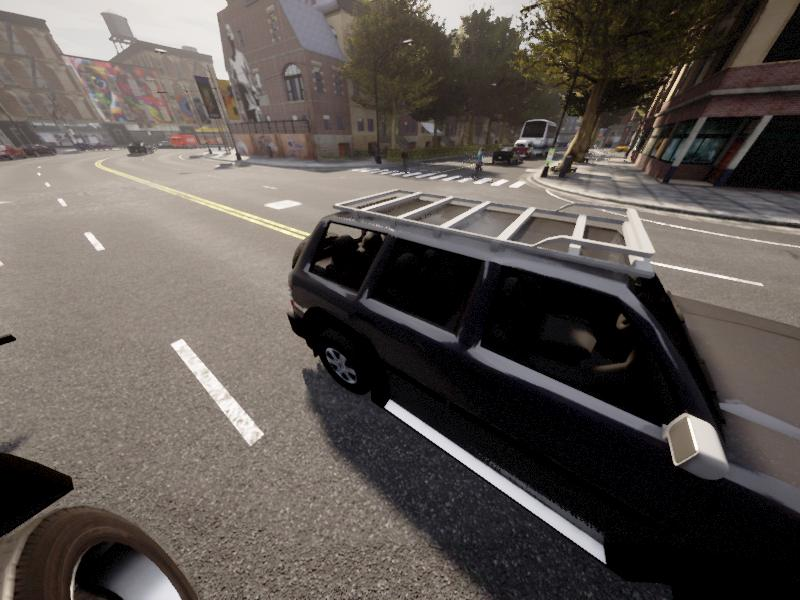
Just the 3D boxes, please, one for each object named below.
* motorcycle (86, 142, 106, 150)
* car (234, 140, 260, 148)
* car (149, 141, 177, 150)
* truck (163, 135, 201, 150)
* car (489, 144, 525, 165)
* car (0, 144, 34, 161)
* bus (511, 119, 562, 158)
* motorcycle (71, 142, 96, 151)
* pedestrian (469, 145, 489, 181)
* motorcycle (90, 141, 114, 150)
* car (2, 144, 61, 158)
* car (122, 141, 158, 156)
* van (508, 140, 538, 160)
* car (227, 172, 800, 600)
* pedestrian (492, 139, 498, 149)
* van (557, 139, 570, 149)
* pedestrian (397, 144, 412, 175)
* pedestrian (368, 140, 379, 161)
[{"bbox_3d":[-54.580,-27.634,41.480,1.805,1.236,0.856,-29,45,-35],"label":"motorcycle"},{"bbox_3d":[-37.803,-38.684,57.249,2.242,1.667,4.611,12,37,16],"label":"car"},{"bbox_3d":[-50.078,-32.761,48.881,1.970,1.475,3.806,-2,35,-3],"label":"car"},{"bbox_3d":[-46.550,-33.883,49.558,2.627,2.467,5.204,1,35,0],"label":"truck"},{"bbox_3d":[11.676,-15.867,25.098,1.930,1.638,5.238,22,41,28],"label":"car"},{"bbox_3d":[-44.057,-16.428,25.675,2.002,1.452,4.674,-21,41,-28],"label":"car"},{"bbox_3d":[20.859,-24.441,35.067,3.944,4.253,10.273,23,41,28],"label":"bus"},{"bbox_3d":[-54.761,-26.650,40.031,2.209,1.251,0.867,-29,45,-35],"label":"motorcycle"},{"bbox_3d":[4.942,-8.627,14.541,0.751,1.860,0.751,15,38,20],"label":"pedestrian"},{"bbox_3d":[-54.818,-28.416,42.540,2.356,1.277,0.764,-29,45,-35],"label":"motorcycle"},{"bbox_3d":[-47.091,-19.176,29.686,1.895,1.301,4.718,-15,38,-20],"label":"car"},{"bbox_3d":[-38.316,-22.531,34.218,1.930,1.638,5.238,-17,39,-23],"label":"car"},{"bbox_3d":[15.904,-19.434,29.846,2.069,2.038,4.480,22,41,28],"label":"van"},{"bbox_3d":[1.025,0.232,1.962,4.605,1.855,1.932,23,41,28],"label":"car"},{"bbox_3d":[22.237,-36.478,53.937,0.751,1.860,0.751,22,41,28],"label":"pedestrian"},{"bbox_3d":[44.134,-42.095,62.259,1.775,1.987,4.442,22,41,28],"label":"van"},{"bbox_3d":[0.318,-10.211,16.758,0.751,1.860,0.751,23,41,29],"label":"pedestrian"},{"bbox_3d":[-2.727,-15.707,24.276,0.751,1.860,0.751,19,39,24],"label":"pedestrian"}]
